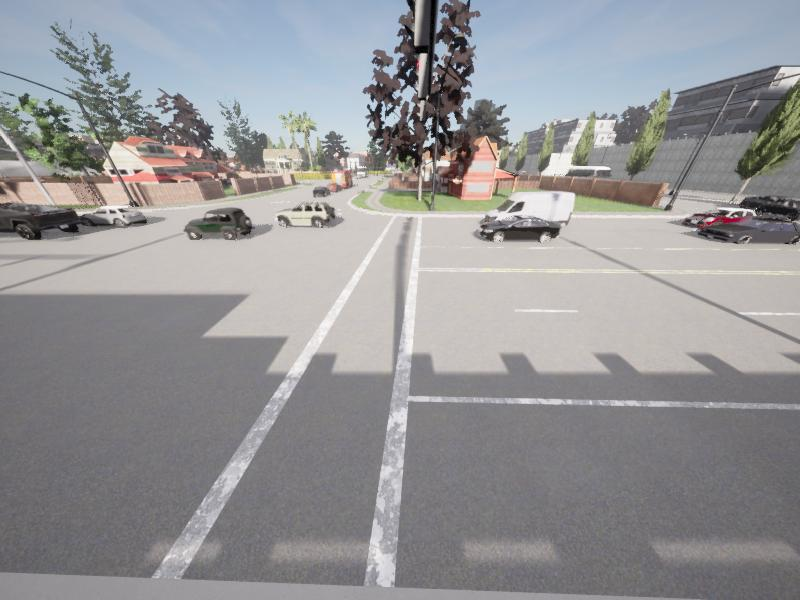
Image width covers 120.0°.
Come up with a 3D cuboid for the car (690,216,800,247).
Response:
[{"bbox_3d":[22.607,-4.359,14.558,5.357,1.411,2.033,1,30,2],"label":"car"}]

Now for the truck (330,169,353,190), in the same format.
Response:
[{"bbox_3d":[-12.763,-27.017,51.377,2.891,3.827,8.468,0,30,0],"label":"truck"}]

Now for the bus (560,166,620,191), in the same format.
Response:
[{"bbox_3d":[40.286,-26.364,49.819,3.944,4.253,10.273,0,30,1],"label":"bus"}]

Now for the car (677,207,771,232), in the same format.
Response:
[{"bbox_3d":[24.496,-6.185,17.640,3.806,1.475,1.970,0,30,0],"label":"car"}]

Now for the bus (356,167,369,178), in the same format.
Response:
[{"bbox_3d":[-16.290,-55.543,100.349,3.944,4.253,10.273,0,30,0],"label":"bus"}]

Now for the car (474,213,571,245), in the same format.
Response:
[{"bbox_3d":[7.623,-4.623,14.901,4.902,1.511,2.128,1,30,1],"label":"car"}]

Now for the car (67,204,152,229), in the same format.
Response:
[{"bbox_3d":[-23.139,-6.741,18.585,3.806,1.475,1.970,1,30,1],"label":"car"}]

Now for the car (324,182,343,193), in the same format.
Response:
[{"bbox_3d":[-12.742,-21.678,44.331,2.152,1.651,5.027,0,30,0],"label":"car"}]

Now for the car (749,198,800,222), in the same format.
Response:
[{"bbox_3d":[35.933,-8.340,21.297,1.789,1.549,3.705,4,30,6],"label":"car"}]

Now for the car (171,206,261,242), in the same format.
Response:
[{"bbox_3d":[-11.870,-5.031,15.212,3.866,1.878,1.905,1,30,1],"label":"car"}]

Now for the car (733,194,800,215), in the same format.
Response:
[{"bbox_3d":[39.703,-10.188,24.526,2.007,1.525,4.514,1,30,1],"label":"car"}]

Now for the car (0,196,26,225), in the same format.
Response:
[{"bbox_3d":[-35.295,-7.202,18.660,5.566,2.045,2.150,1,30,1],"label":"car"}]

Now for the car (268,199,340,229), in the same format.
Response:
[{"bbox_3d":[-7.493,-6.856,18.383,4.605,1.855,1.932,2,31,6],"label":"car"}]

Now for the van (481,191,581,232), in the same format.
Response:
[{"bbox_3d":[9.668,-6.792,17.623,5.915,2.561,1.988,0,30,2],"label":"van"}]

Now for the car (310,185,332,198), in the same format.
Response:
[{"bbox_3d":[-12.736,-17.738,37.634,1.837,1.490,4.892,0,30,0],"label":"car"}]

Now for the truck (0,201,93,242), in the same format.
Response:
[{"bbox_3d":[-25.691,-5.308,15.441,6.274,2.098,2.390,1,30,1],"label":"truck"}]

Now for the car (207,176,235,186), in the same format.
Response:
[{"bbox_3d":[-41.730,-27.833,53.957,4.605,1.855,1.932,0,30,0],"label":"car"}]
